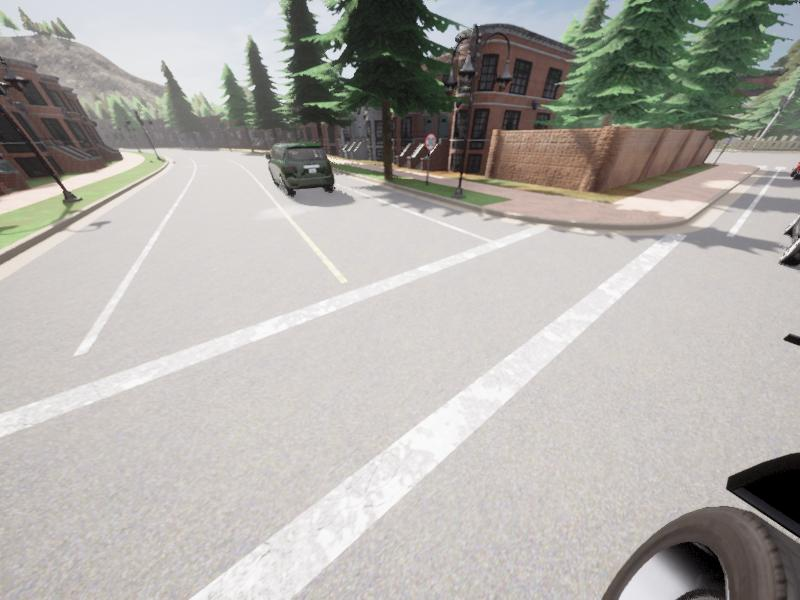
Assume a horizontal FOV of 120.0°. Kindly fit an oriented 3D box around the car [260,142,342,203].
[{"bbox_3d":[-5.127,-6.650,11.572,2.150,2.045,5.566,-21,40,-26],"label":"car"}]

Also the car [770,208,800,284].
[{"bbox_3d":[9.895,-1.540,4.599,5.238,1.638,1.930,-22,41,-28],"label":"car"}]

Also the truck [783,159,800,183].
[{"bbox_3d":[25.521,-8.233,13.262,5.204,2.467,2.627,-22,41,-28],"label":"truck"}]
